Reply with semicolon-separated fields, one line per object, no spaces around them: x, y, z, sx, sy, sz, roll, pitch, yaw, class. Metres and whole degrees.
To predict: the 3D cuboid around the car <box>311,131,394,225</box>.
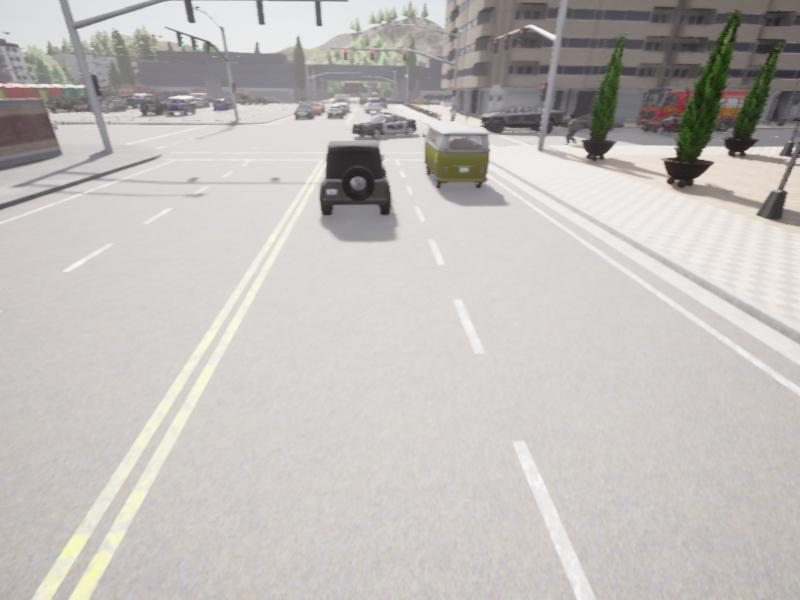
-1.251;-3.642;11.427;1.905;1.878;3.866;-1;28;-4;car

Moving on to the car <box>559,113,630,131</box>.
17.725;-16.348;36.717;5.357;1.411;2.033;-1;28;-4;car

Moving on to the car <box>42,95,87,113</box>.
-42.788;-25.107;51.167;1.932;1.855;4.605;-1;28;-4;car

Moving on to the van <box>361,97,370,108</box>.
-7.012;-39.896;80.699;1.775;1.987;4.442;-1;28;-4;van

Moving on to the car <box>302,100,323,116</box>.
-11.822;-26.001;54.131;2.097;1.767;4.553;-1;28;-4;car

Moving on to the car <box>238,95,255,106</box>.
-31.053;-40.476;80.959;1.905;1.878;3.866;-1;28;-4;car

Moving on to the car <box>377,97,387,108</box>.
-3.757;-41.409;83.813;1.905;1.878;3.866;-1;28;-4;car

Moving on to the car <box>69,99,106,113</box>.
-40.117;-25.002;51.491;1.784;1.438;3.905;-1;28;-4;car

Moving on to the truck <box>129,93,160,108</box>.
-41.184;-32.233;64.671;2.069;2.038;4.478;-1;28;-4;truck

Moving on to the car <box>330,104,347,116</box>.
-8.402;-26.322;55.298;1.994;1.385;4.181;-1;28;-4;car

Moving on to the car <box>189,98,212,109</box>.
-32.532;-32.136;65.443;1.970;1.475;3.806;-1;28;-4;car

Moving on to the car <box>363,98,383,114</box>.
-4.120;-29.152;60.105;2.150;2.045;5.566;-5;28;-11;car

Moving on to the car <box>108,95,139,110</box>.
-40.731;-29.199;59.076;1.905;1.878;3.866;-1;28;-4;car

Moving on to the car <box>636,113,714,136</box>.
23.243;-14.905;33.942;5.008;1.535;1.882;-1;28;-4;car

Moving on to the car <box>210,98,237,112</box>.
-26.469;-29.347;60.100;2.242;1.667;4.611;-1;28;-4;car

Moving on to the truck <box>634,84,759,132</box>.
26.959;-17.617;36.763;8.468;3.827;2.891;-1;28;-4;truck

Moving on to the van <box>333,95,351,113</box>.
-9.041;-30.841;62.792;2.351;2.431;6.366;-1;28;-4;van

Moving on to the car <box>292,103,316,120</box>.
-11.248;-22.310;47.251;2.033;1.649;4.856;-1;28;-4;car

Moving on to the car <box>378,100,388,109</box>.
-3.250;-38.076;77.762;1.845;1.501;3.633;-1;28;-4;car

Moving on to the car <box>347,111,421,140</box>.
-1.095;-12.743;29.090;5.238;1.638;1.930;-21;34;-35;car

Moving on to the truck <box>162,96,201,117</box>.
-25.397;-22.632;46.677;2.069;2.038;4.478;-1;28;-4;truck

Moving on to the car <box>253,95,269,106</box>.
-28.162;-40.515;81.105;1.932;1.855;4.605;-1;28;-4;car

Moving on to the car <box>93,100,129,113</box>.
-37.230;-25.035;51.701;1.970;1.475;3.806;-1;28;-4;car

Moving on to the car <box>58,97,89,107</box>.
-52.274;-31.727;64.066;1.784;1.438;3.905;-1;28;-4;car

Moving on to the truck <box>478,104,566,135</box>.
9.887;-14.830;32.834;6.274;2.098;2.390;-2;28;-4;truck

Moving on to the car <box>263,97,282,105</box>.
-29.852;-46.762;93.904;3.806;1.475;1.970;-1;28;-3;car

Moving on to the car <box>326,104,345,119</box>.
-7.873;-23.049;48.917;1.970;1.475;3.806;-1;28;-4;car

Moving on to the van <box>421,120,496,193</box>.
1.961;-5.515;15.001;1.775;1.987;4.442;-1;28;-4;van

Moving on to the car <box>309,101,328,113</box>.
-12.386;-29.392;60.963;2.163;1.488;4.792;-1;28;-4;car

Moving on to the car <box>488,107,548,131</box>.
10.606;-16.417;36.227;4.553;1.767;2.097;0;28;-2;car

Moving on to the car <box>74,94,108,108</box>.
-49.378;-31.946;64.108;1.932;1.855;4.605;-1;28;-4;car

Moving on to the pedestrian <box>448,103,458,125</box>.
5.087;-17.842;38.451;0.751;1.860;0.751;-1;28;-3;pedestrian

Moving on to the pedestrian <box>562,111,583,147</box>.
10.181;-10.108;23.662;0.751;1.860;0.751;8;28;14;pedestrian

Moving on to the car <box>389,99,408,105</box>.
-0.290;-50.665;102.266;4.718;1.301;1.895;-2;28;-4;car

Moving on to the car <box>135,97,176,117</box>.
-28.281;-22.453;46.463;1.932;1.855;4.605;-1;28;-4;car
